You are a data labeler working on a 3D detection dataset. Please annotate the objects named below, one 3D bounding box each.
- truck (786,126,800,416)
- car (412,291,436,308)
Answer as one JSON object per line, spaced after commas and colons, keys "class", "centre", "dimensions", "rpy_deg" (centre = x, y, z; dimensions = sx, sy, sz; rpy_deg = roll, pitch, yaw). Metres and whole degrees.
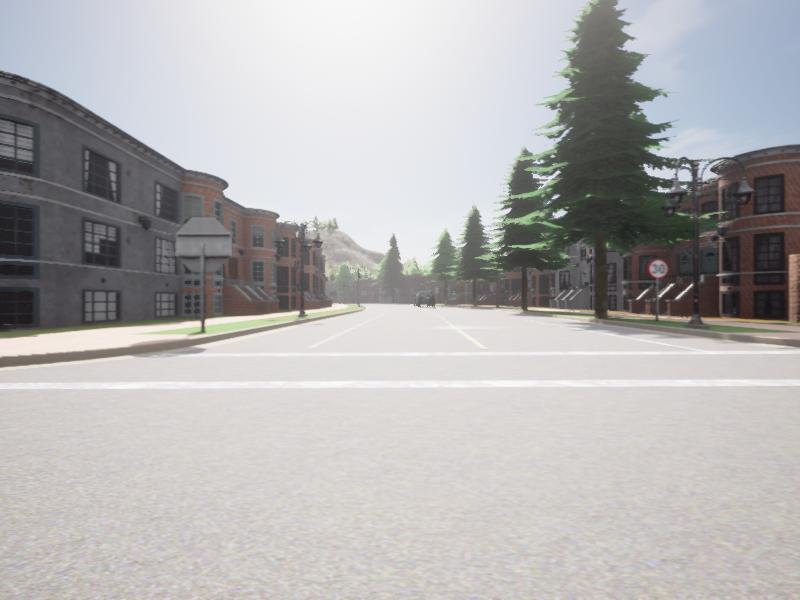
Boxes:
{"class": "truck", "centre": [6.013, -0.253, 2.219], "dimensions": [5.204, 2.467, 2.627], "rpy_deg": [0, 0, 0]}
{"class": "car", "centre": [3.045, -0.075, 51.467], "dimensions": [2.150, 2.045, 5.566], "rpy_deg": [0, 0, -7]}
